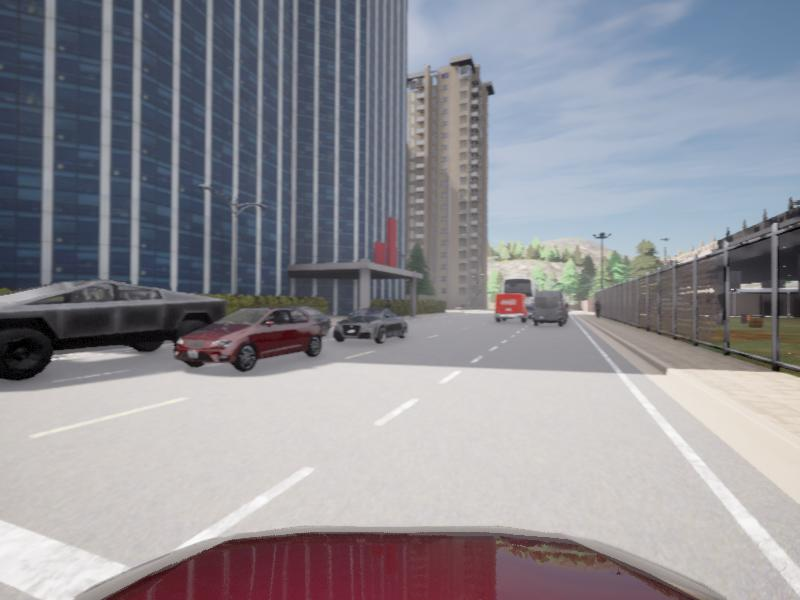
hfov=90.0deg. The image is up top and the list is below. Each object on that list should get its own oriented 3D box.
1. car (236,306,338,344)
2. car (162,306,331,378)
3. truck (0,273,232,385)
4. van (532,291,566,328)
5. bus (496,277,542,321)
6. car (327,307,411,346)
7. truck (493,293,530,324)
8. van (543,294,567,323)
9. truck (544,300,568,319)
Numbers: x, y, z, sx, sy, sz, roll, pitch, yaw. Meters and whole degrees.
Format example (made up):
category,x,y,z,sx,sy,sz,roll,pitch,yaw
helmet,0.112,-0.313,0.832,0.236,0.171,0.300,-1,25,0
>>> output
category,x,y,z,sx,sy,sz,roll,pitch,yaw
car,-4.748,0.978,17.618,1.812,1.442,4.674,0,-1,22
car,-3.761,0.912,10.686,1.816,1.474,4.193,0,-1,22
truck,-7.677,0.570,10.328,2.390,2.098,6.274,0,-1,22
van,11.550,0.654,30.732,1.988,2.561,5.915,0,-1,25
bus,13.444,-0.075,44.440,3.944,4.253,10.273,0,-1,22
car,-1.160,1.038,17.184,1.994,1.385,4.181,0,-1,21
truck,9.976,0.714,35.488,2.627,2.467,5.204,0,-1,22
van,14.921,0.742,38.401,1.988,2.561,5.915,0,0,22
truck,18.055,1.049,46.211,2.390,2.098,6.274,0,0,22
